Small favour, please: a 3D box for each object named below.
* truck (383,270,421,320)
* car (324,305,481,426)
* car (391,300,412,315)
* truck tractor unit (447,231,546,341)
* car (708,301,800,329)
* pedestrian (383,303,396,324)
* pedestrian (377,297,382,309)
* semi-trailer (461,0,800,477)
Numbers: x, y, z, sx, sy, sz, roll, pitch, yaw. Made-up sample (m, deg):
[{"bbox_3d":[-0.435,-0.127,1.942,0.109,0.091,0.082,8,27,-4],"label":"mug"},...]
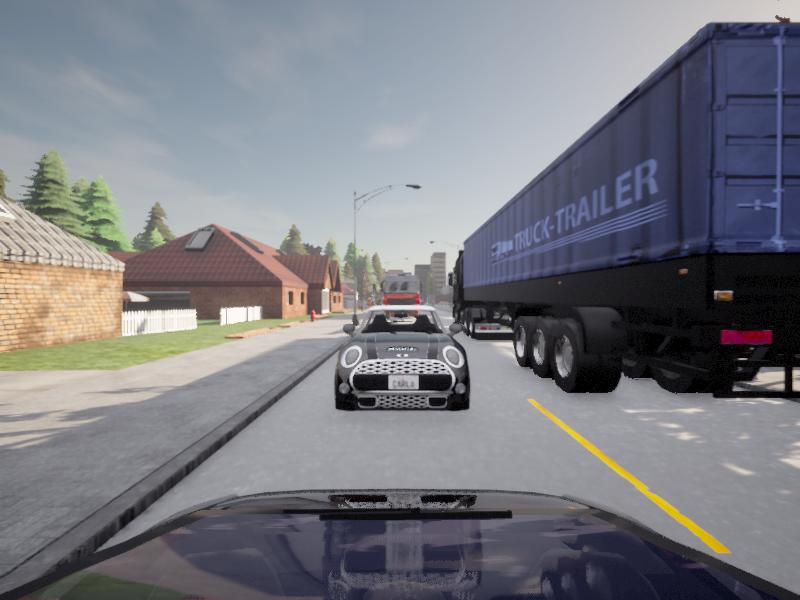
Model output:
[{"bbox_3d":[0.148,-0.370,34.814,2.891,3.827,8.468,0,0,0],"label":"truck"},{"bbox_3d":[0.036,0.843,6.935,1.970,1.475,3.806,0,0,0],"label":"car"},{"bbox_3d":[0.190,0.776,43.294,2.128,1.511,4.902,0,0,0],"label":"car"},{"bbox_3d":[4.083,-0.543,18.566,3.053,4.208,6.516,0,0,0],"label":"truck tractor unit"},{"bbox_3d":[20.426,0.804,22.260,4.902,1.511,2.128,0,0,0],"label":"car"},{"bbox_3d":[-0.713,0.880,26.133,0.751,1.300,0.751,0,0,-8],"label":"pedestrian"},{"bbox_3d":[-3.060,0.450,59.888,0.751,1.860,0.751,0,0,-6],"label":"pedestrian"},{"bbox_3d":[4.062,-0.633,10.654,2.717,4.402,14.254,0,0,0],"label":"semi-trailer"}]
